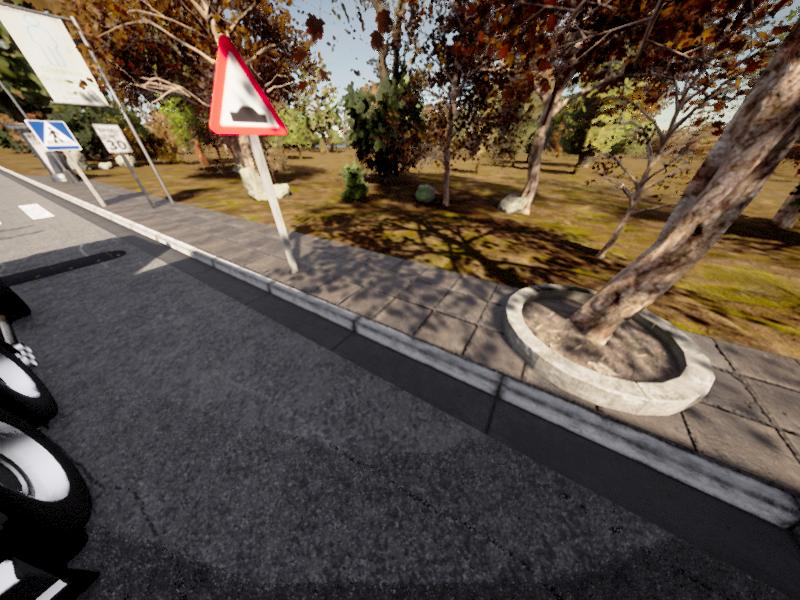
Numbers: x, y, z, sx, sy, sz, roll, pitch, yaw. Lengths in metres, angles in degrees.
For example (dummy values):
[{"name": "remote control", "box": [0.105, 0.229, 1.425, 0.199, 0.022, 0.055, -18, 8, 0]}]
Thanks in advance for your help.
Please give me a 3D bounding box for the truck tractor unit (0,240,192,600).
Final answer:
[{"name": "truck tractor unit", "box": [-5.069, -0.340, 0.839, 6.516, 4.208, 3.053, 20, 40, 26]}]
